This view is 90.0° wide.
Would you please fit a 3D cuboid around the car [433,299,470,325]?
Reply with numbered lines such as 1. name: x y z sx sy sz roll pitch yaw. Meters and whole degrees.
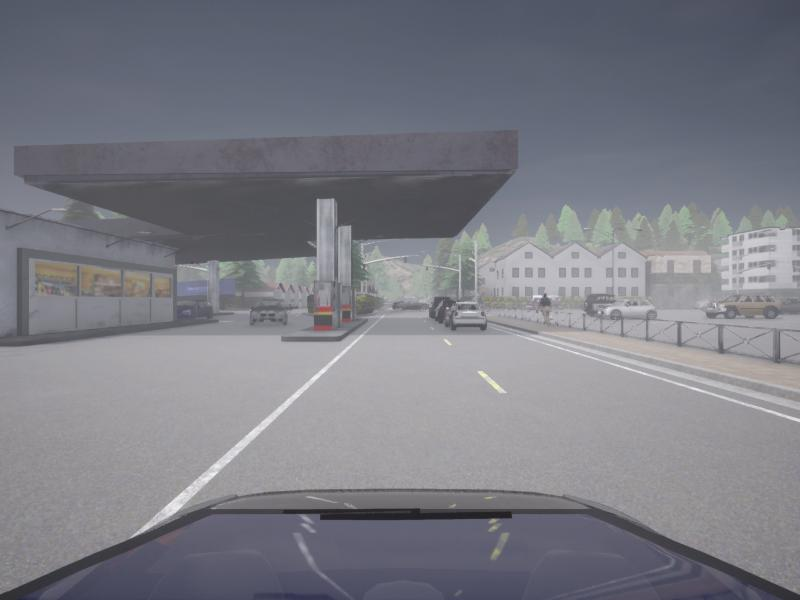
1. car: 3.572 0.778 28.533 2.033 1.649 4.856 0 0 0

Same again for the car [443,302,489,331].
1. car: 3.559 0.853 22.210 1.970 1.475 3.806 0 0 0

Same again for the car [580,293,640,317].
1. car: 16.857 0.420 32.239 3.866 1.878 1.905 0 0 0

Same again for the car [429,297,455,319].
1. car: 3.589 0.646 34.986 1.905 1.878 3.866 0 0 0

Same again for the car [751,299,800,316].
1. car: 34.723 0.641 35.957 4.514 1.523 2.007 0 0 0

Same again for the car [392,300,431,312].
1. car: 1.431 0.748 51.349 4.902 1.511 2.128 -1 0 0

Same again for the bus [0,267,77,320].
1. bus: -33.989 -0.535 34.428 3.944 4.253 10.273 0 0 0

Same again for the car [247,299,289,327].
1. car: -8.349 0.756 25.728 2.242 1.667 4.611 0 0 -15

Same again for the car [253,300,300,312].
1. car: -15.809 0.799 51.264 5.357 1.411 2.033 -1 1 0

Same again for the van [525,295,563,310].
1. van: 19.682 0.380 54.917 4.480 2.038 2.069 0 0 -4

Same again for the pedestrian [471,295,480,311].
1. pedestrian: 8.848 0.293 46.934 0.751 1.860 0.751 0 0 -22

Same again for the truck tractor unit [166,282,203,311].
1. truck tractor unit: -33.705 -0.524 62.876 3.053 4.208 6.516 0 0 -9

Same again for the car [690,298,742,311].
1. car: 40.522 0.589 51.384 5.027 1.651 2.152 0 0 0

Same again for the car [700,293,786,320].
1. car: 24.737 0.441 28.980 4.605 1.855 1.932 0 0 0

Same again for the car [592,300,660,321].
1. car: 16.258 0.704 28.912 3.806 1.475 1.970 0 0 0

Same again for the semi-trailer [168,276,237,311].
1. semi-trailer: -28.650 -0.774 57.386 14.254 4.402 2.717 -2 -1 37

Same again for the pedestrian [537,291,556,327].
1. pedestrian: 7.787 0.485 21.312 0.751 1.860 0.751 0 0 0

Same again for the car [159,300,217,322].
1. car: -17.145 0.824 32.665 2.242 1.667 4.611 0 0 0

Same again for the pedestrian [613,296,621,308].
1. pedestrian: 32.510 0.315 59.915 0.751 1.860 0.751 0 0 3
